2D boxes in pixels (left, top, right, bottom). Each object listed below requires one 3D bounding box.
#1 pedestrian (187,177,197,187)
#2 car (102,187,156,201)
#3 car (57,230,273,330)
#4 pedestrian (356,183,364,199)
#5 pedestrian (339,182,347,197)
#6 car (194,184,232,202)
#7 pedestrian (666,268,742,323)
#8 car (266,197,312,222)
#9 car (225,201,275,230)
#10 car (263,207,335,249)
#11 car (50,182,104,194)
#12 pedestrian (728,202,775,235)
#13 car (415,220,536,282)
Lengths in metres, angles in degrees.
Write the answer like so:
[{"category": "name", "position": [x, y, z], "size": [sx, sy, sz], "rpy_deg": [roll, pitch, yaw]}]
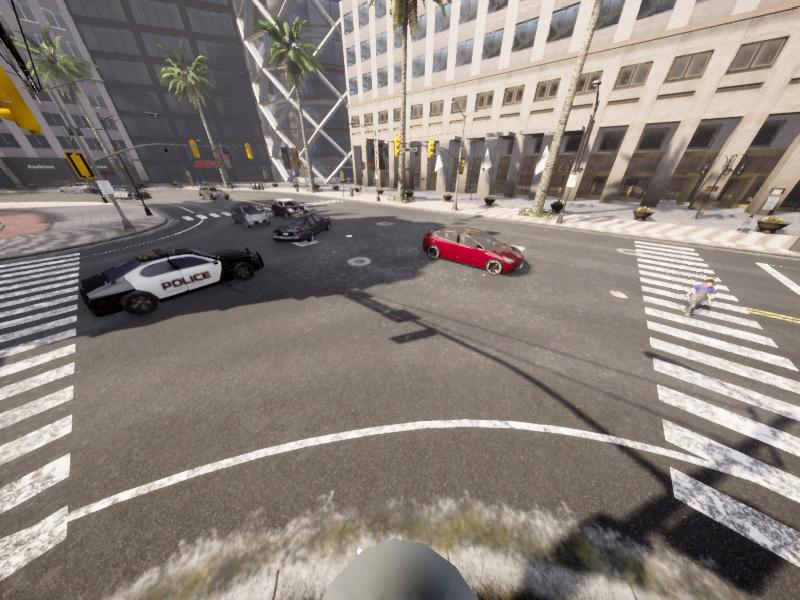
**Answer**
[{"category": "pedestrian", "position": [-44.114, -24.928, 48.969], "size": [0.751, 1.860, 0.751], "rpy_deg": [1, 30, 2]}, {"category": "car", "position": [-37.550, -14.808, 32.129], "size": [4.974, 1.542, 2.038], "rpy_deg": [3, 30, 6]}, {"category": "car", "position": [-7.817, -1.127, 8.427], "size": [2.038, 1.542, 4.974], "rpy_deg": [19, 35, 30]}, {"category": "pedestrian", "position": [-5.461, -14.810, 31.444], "size": [0.751, 1.860, 0.751], "rpy_deg": [7, 31, 12]}, {"category": "pedestrian", "position": [-8.234, -15.896, 33.325], "size": [0.751, 1.860, 0.751], "rpy_deg": [-21, 36, -32]}, {"category": "car", "position": [-25.238, -14.485, 31.219], "size": [4.605, 1.855, 1.932], "rpy_deg": [16, 33, 26]}, {"category": "pedestrian", "position": [8.955, -0.142, 6.902], "size": [0.751, 1.300, 0.751], "rpy_deg": [17, 34, 27]}, {"category": "car", "position": [-9.942, -8.205, 20.741], "size": [3.806, 1.475, 1.970], "rpy_deg": [23, 37, 34]}, {"category": "car", "position": [-11.817, -6.735, 18.140], "size": [3.633, 1.501, 1.845], "rpy_deg": [23, 37, 34]}, {"category": "car", "position": [-6.172, -4.883, 15.070], "size": [2.033, 1.411, 5.357], "rpy_deg": [2, 30, 4]}, {"category": "car", "position": [-55.275, -19.248, 39.672], "size": [4.611, 1.667, 2.242], "rpy_deg": [-8, 31, -14]}, {"category": "pedestrian", "position": [22.557, -5.250, 14.885], "size": [0.751, 1.860, 0.751], "rpy_deg": [16, 33, 25]}, {"category": "car", "position": [3.320, -2.555, 10.949], "size": [4.792, 1.488, 2.163], "rpy_deg": [23, 37, 34]}]
